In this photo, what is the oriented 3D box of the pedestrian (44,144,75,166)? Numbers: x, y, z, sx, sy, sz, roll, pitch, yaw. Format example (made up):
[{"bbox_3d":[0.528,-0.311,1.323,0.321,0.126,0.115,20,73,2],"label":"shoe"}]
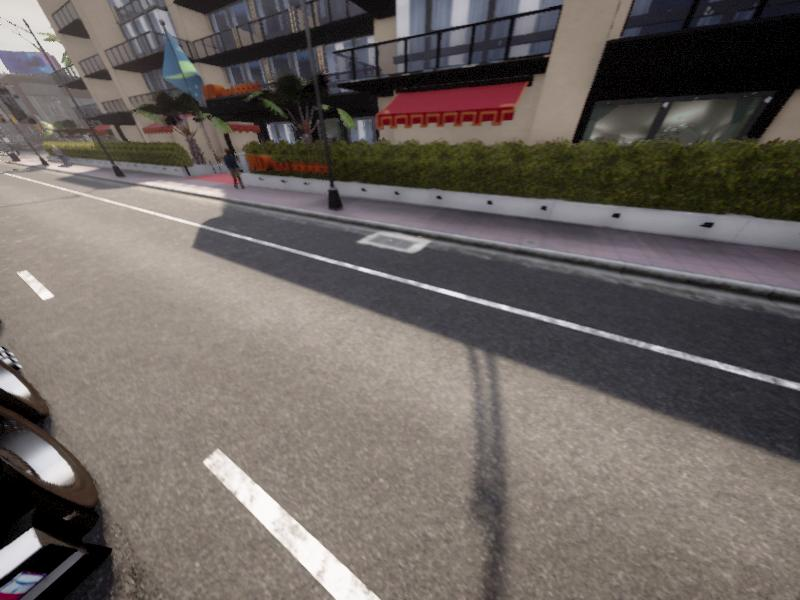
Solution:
[{"bbox_3d":[-33.871,-14.419,23.000,0.751,1.860,0.751,15,38,20],"label":"pedestrian"}]

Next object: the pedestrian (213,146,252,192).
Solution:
[{"bbox_3d":[-8.159,-6.426,11.314,0.751,1.860,0.751,22,41,29],"label":"pedestrian"}]

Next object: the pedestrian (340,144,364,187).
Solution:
[{"bbox_3d":[-2.520,-7.130,12.263,0.751,1.860,0.751,16,38,22],"label":"pedestrian"}]

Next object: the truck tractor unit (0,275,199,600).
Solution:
[{"bbox_3d":[-5.133,-0.279,0.750,6.516,4.208,3.053,18,39,23],"label":"truck tractor unit"}]

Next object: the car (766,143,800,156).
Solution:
[{"bbox_3d":[55.600,-20.945,32.086,1.812,1.442,4.674,-15,37,-19],"label":"car"}]
